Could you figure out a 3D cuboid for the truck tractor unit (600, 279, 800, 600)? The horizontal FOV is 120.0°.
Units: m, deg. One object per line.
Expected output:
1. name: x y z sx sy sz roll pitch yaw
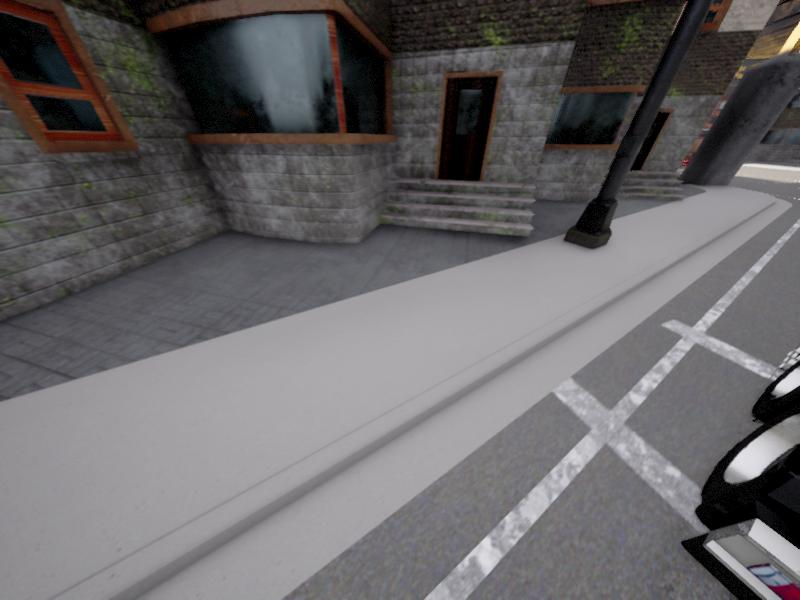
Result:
1. truck tractor unit: 5.135 -0.275 0.744 6.516 4.208 3.053 -17 39 -23
